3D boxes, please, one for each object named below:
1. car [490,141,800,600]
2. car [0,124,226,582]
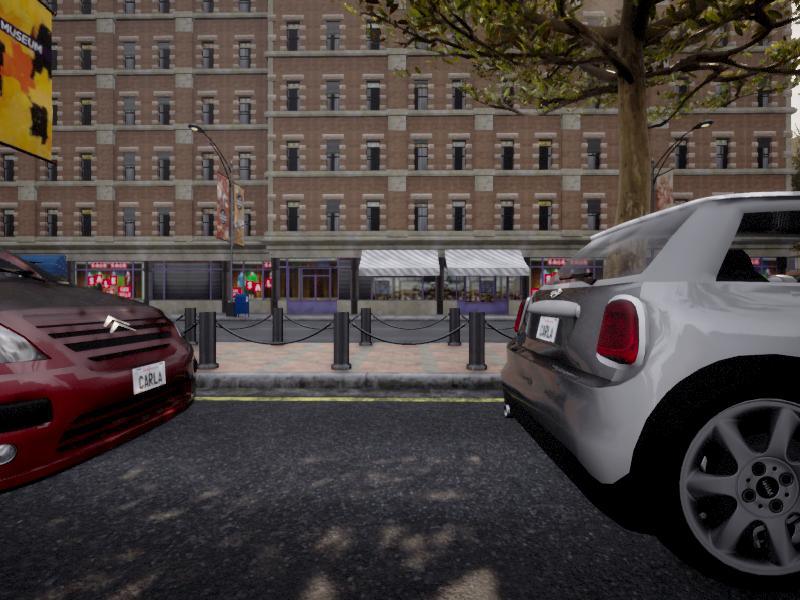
[{"bbox_3d":[2.600,0.253,2.173,3.806,1.475,1.970,0,0,1],"label":"car"},{"bbox_3d":[-3.390,0.188,2.287,3.988,1.617,1.851,0,0,1],"label":"car"}]
